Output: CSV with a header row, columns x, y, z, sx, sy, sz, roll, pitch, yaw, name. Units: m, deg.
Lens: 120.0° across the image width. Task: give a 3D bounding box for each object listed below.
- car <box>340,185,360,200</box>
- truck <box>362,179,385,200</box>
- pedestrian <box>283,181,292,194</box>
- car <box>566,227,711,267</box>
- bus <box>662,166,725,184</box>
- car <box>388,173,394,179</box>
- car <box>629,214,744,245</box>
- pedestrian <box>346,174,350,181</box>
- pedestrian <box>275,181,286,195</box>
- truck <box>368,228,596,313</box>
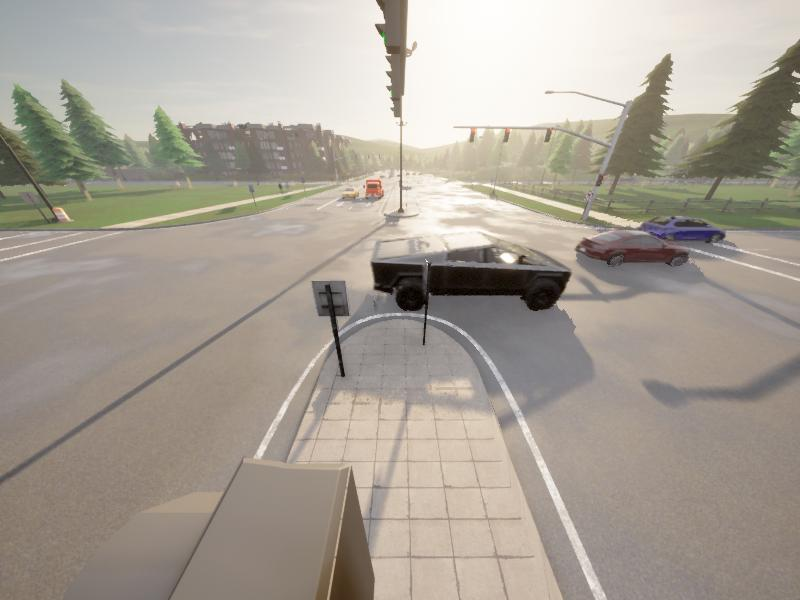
x,y,z,sx,sy,sz,roll,pitch,yaw,name
-7.276,-15.902,34.069,1.801,1.575,5.366,0,30,0,car
-3.776,-16.284,33.841,2.627,2.467,5.204,0,30,0,truck
-18.604,-18.689,38.263,0.751,1.860,0.751,3,30,6,pedestrian
11.157,-2.589,11.147,4.674,1.442,1.812,0,30,-1,car
80.141,-34.406,63.438,10.273,4.253,3.944,0,30,0,bus
-3.580,-49.549,92.058,1.905,1.878,3.866,0,30,0,car
17.302,-4.360,14.183,4.193,1.474,1.816,0,30,0,car
-16.597,-39.175,73.745,0.751,1.860,0.751,6,31,11,pedestrian
-18.931,-17.730,36.602,0.751,1.860,0.751,4,30,7,pedestrian
2.262,-1.102,7.915,6.274,2.098,2.390,0,30,0,truck
